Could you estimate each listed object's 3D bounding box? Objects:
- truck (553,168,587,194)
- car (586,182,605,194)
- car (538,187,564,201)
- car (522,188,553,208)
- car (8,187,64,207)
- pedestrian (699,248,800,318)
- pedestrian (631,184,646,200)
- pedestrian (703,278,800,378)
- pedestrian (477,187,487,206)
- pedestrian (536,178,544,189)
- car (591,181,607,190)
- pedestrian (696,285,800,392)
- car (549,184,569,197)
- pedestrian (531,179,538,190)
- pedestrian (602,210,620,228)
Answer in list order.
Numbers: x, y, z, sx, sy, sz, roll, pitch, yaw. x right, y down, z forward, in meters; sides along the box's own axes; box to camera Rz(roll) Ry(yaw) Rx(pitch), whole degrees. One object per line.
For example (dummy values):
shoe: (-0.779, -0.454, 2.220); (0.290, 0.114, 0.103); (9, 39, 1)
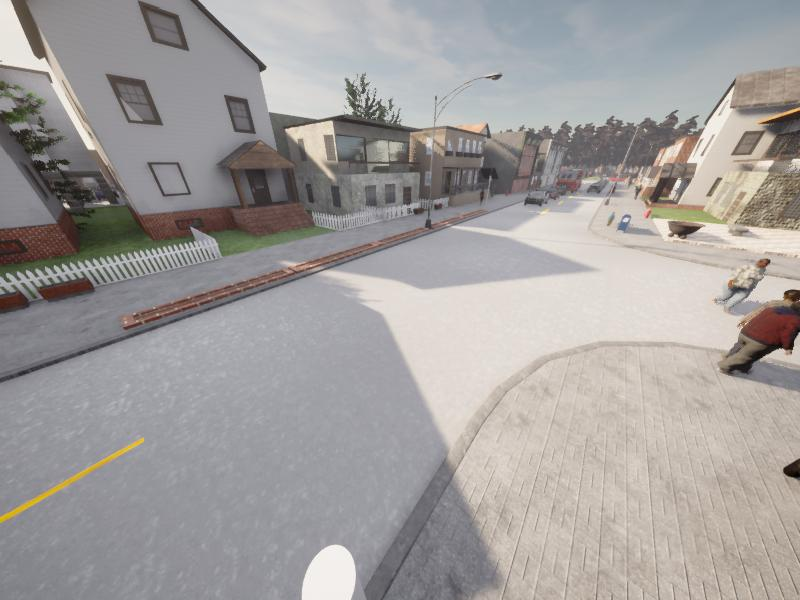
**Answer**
truck: (30.933, -21.820, 41.975); (2.891, 3.827, 8.468); (23, 37, 34)
car: (35.233, -20.270, 41.586); (2.038, 1.542, 4.974); (23, 37, 34)
car: (21.579, -15.203, 32.970); (1.994, 1.385, 4.181); (23, 37, 34)
car: (16.653, -12.450, 27.928); (1.930, 1.638, 5.238); (22, 37, 33)
car: (-43.673, -12.532, 27.911); (2.242, 1.667, 4.611); (-23, 37, -34)
pedestrian: (10.351, -0.504, 6.970); (0.751, 1.860, 0.751); (15, 33, 25)
pedestrian: (32.269, -14.680, 31.314); (0.751, 1.860, 0.751); (23, 37, 34)
pedestrian: (7.647, 0.595, 4.860); (0.751, 1.860, 0.751); (-16, 34, -26)
pedestrian: (9.315, -11.719, 26.187); (0.751, 1.860, 0.751); (11, 32, 18)
pedestrian: (28.335, -23.547, 46.673); (0.751, 1.860, 0.751); (2, 30, 3)
car: (41.687, -24.043, 48.282); (1.994, 1.385, 4.181); (23, 37, 34)
pedestrian: (7.162, 0.768, 4.561); (0.751, 1.860, 0.751); (15, 33, 24)
car: (25.445, -17.570, 36.884); (1.789, 1.549, 3.705); (23, 37, 34)
pedestrian: (25.518, -21.922, 43.858); (0.751, 1.860, 0.751); (18, 34, 28)
pedestrian: (15.354, -5.873, 16.805); (0.500, 1.100, 0.500); (-22, 36, -33)
